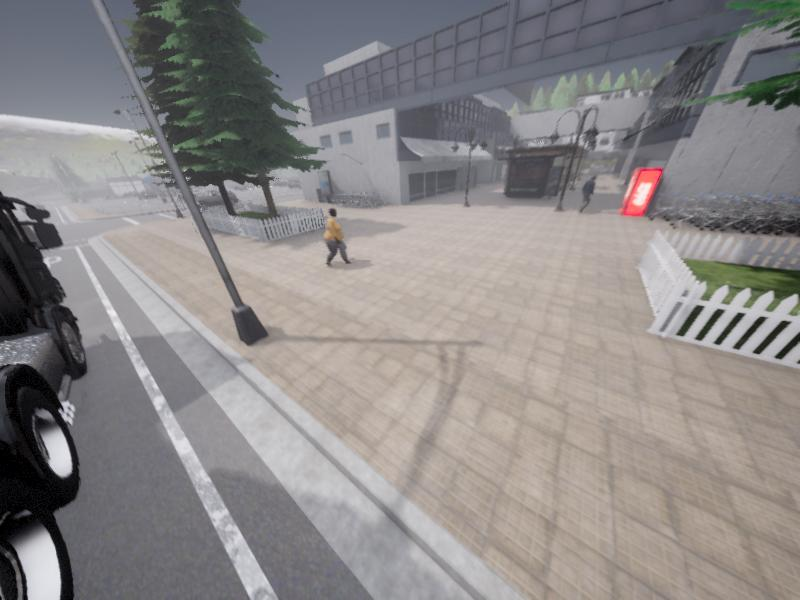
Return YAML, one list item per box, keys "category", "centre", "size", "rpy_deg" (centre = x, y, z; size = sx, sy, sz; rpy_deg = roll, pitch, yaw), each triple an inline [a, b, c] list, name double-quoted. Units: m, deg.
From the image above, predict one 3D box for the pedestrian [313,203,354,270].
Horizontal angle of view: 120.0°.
- category: "pedestrian"
  centre: [-2.004, -1.954, 7.181]
  size: [0.751, 1.860, 0.751]
  rpy_deg: [-4, 30, -1]

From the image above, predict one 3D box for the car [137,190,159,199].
- category: "car"
  centre: [-53.045, -22.242, 48.587]
  size: [4.514, 1.523, 2.007]
  rpy_deg: [18, 36, 32]

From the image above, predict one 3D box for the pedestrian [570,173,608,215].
- category: "pedestrian"
  centre: [9.784, -5.518, 12.037]
  size: [0.751, 1.860, 0.751]
  rpy_deg: [-9, 30, -9]

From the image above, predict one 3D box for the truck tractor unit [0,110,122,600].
- category: "truck tractor unit"
  centre: [-5.013, -0.106, 1.505]
  size: [6.516, 4.208, 3.053]
  rpy_deg: [8, 20, 39]

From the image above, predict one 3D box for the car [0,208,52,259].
- category: "car"
  centre: [-22.400, -3.706, 12.641]
  size: [5.566, 2.045, 2.150]
  rpy_deg: [12, 33, 24]

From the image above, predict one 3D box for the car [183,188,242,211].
- category: "car"
  centre: [-21.404, -11.693, 26.624]
  size: [1.932, 1.855, 4.605]
  rpy_deg: [18, 36, 32]
